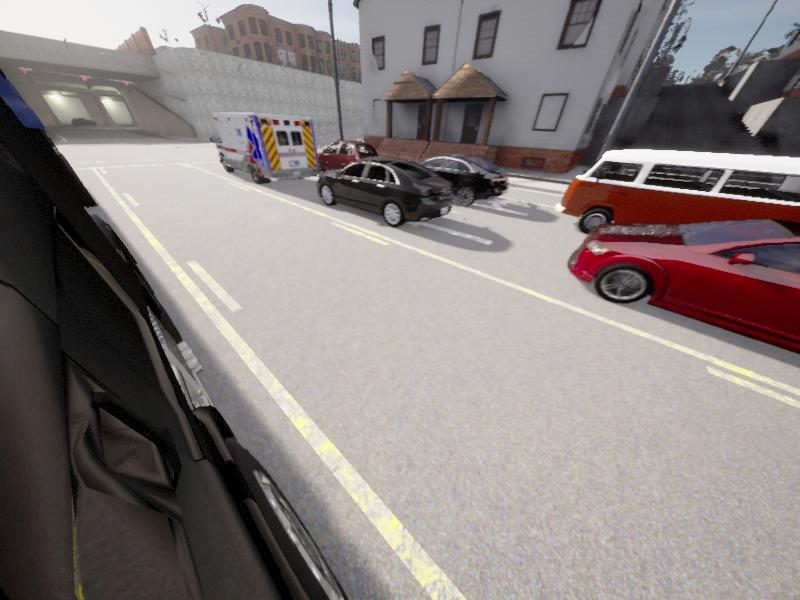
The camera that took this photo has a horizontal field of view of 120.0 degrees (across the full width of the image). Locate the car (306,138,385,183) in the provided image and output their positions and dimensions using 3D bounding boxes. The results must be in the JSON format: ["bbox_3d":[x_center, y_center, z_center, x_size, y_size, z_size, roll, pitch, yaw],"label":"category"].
[{"bbox_3d":[-2.887,-7.518,12.283,3.988,1.617,1.851,28,43,30],"label":"car"}]

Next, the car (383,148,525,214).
[{"bbox_3d":[1.841,-4.952,9.211,4.902,1.511,2.128,28,43,30],"label":"car"}]

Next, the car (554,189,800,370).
[{"bbox_3d":[5.121,-0.411,3.421,4.181,1.385,1.994,29,44,31],"label":"car"}]

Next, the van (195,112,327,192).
[{"bbox_3d":[-6.525,-7.072,10.753,6.366,2.431,2.351,28,43,30],"label":"van"}]

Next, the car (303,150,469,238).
[{"bbox_3d":[-0.657,-3.557,7.179,4.892,1.490,1.837,28,43,30],"label":"car"}]

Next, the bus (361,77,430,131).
[{"bbox_3d":[-0.201,-28.957,34.101,3.944,4.253,10.273,28,57,29],"label":"bus"}]

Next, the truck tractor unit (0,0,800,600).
[{"bbox_3d":[-2.645,-0.295,0.351,6.516,4.208,3.053,28,44,30],"label":"truck tractor unit"}]

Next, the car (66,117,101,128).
[{"bbox_3d":[-67.416,-37.982,49.371,2.152,1.651,5.027,-12,39,-19],"label":"car"}]

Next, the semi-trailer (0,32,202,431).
[{"bbox_3d":[-8.765,-3.548,4.175,14.254,4.402,2.717,27,43,29],"label":"semi-trailer"}]

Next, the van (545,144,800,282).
[{"bbox_3d":[6.773,-2.546,5.845,4.480,2.038,2.069,28,43,30],"label":"van"}]
